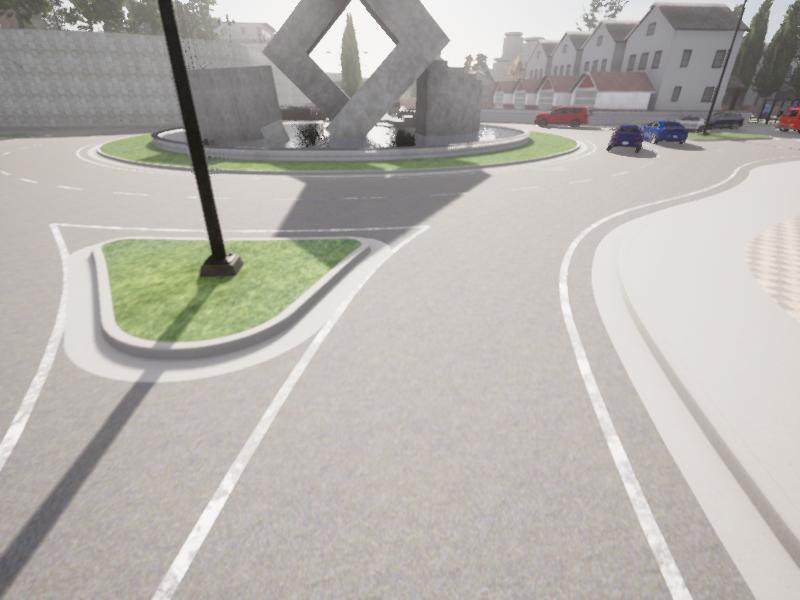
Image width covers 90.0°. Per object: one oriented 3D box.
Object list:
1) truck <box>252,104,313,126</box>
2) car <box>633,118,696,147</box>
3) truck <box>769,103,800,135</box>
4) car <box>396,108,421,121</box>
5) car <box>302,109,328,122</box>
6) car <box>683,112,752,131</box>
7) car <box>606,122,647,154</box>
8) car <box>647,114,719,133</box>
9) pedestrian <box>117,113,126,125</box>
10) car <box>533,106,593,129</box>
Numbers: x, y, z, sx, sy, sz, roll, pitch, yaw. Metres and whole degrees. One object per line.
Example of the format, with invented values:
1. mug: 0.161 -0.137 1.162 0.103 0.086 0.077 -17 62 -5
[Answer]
1. truck: -13.831 -21.899 47.235 6.274 2.098 2.390 -12 29 -23
2. car: 19.048 -12.304 29.173 1.882 1.535 5.008 4 27 8
3. truck: 38.309 -16.874 37.096 5.204 2.467 2.627 -4 27 -2
4. car: 1.135 -26.239 56.482 1.816 1.474 4.193 -13 30 -22
5. car: -11.417 -24.869 53.866 1.994 1.385 4.181 5 28 9
6. car: 31.933 -18.034 40.350 4.856 1.649 2.033 0 27 0
7. car: 14.438 -10.441 25.609 1.812 1.442 4.674 13 30 23
8. car: 26.572 -16.663 37.751 4.974 1.542 2.038 4 27 7
9. pedestrian: -30.448 -19.773 43.722 0.500 1.100 0.500 -13 30 -23
10. car: 17.509 -19.725 43.147 5.566 2.045 2.150 13 30 24
